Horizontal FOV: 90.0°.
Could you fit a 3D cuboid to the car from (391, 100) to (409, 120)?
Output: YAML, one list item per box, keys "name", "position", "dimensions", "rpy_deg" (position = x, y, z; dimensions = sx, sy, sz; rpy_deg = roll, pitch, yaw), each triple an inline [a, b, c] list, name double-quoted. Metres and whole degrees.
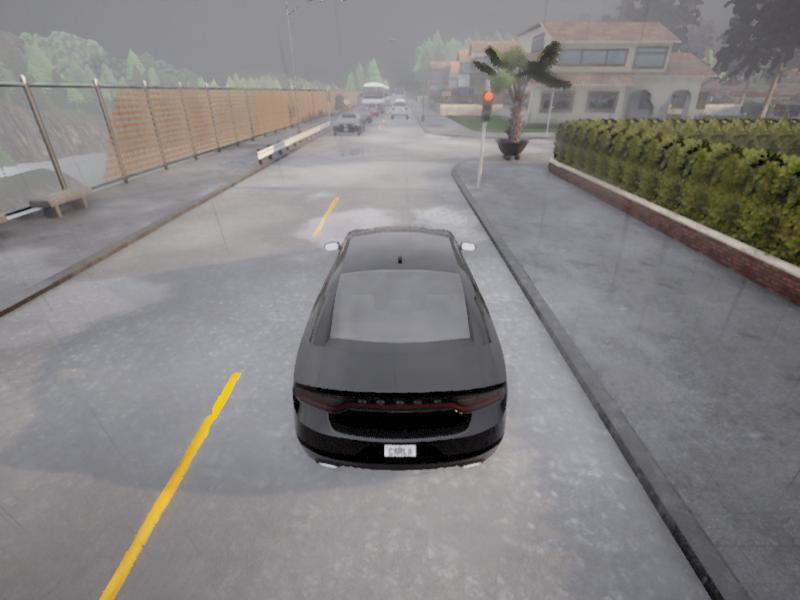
- name: "car"
  position: [-0.007, -24.435, 51.308]
  dimensions: [2.150, 2.045, 5.566]
  rpy_deg: [0, 28, 0]

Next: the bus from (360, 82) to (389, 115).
- name: "bus"
  position: [-3.881, -32.086, 63.628]
  dimensions: [3.944, 4.253, 10.273]
  rpy_deg: [0, 27, 0]

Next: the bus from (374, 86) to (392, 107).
- name: "bus"
  position: [-3.883, -48.459, 95.138]
  dimensions: [3.944, 4.253, 10.273]
  rpy_deg: [0, 27, 0]

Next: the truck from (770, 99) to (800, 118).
- name: "truck"
  position: [53.528, -25.507, 53.304]
  dimensions: [2.390, 2.098, 6.274]
  rpy_deg: [0, 27, 0]

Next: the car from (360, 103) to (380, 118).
- name: "car"
  position: [-4.001, -25.574, 53.908]
  dimensions: [2.242, 1.667, 4.611]
  rpy_deg: [0, 27, 0]

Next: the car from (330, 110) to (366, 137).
- name: "car"
  position: [-4.002, -14.054, 31.788]
  dimensions: [2.152, 1.651, 5.027]
  rpy_deg: [0, 27, 0]

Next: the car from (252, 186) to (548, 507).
- name: "car"
  position: [0.001, -0.150, 5.122]
  dimensions: [1.882, 1.535, 5.008]
  rpy_deg: [0, 27, 0]

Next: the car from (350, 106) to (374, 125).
- name: "car"
  position: [-4.000, -19.835, 42.907]
  dimensions: [2.033, 1.649, 4.856]
  rpy_deg: [0, 27, 0]

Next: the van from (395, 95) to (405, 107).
- name: "van"
  position: [-0.002, -45.435, 91.295]
  dimensions: [2.351, 2.431, 6.366]
  rpy_deg: [0, 27, 0]
